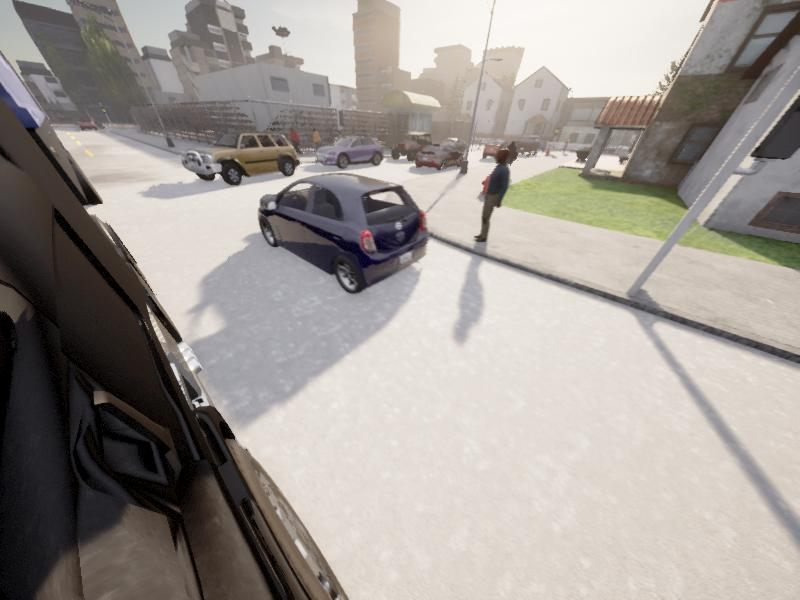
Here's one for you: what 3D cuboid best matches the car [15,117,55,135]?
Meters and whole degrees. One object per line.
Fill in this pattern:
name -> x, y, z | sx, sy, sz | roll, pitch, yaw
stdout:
car -> -40.830, -19.552, 25.903 | 4.193, 1.474, 1.816 | 28, 43, 30

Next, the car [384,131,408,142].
car -> -0.631, -28.577, 40.362 | 1.816, 1.474, 4.193 | 28, 44, 30

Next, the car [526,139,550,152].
car -> 22.181, -25.057, 37.284 | 1.816, 1.474, 4.193 | 8, 37, 7

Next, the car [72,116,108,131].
car -> -46.755, -26.702, 34.957 | 1.851, 1.617, 3.988 | -19, 42, -26

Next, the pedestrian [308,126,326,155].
pedestrian -> -6.501, -12.506, 18.147 | 0.751, 1.860, 0.751 | 29, 44, 31

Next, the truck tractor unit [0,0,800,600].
truck tractor unit -> -2.645, -0.295, 0.351 | 6.516, 4.208, 3.053 | 28, 44, 30

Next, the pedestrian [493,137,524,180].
pedestrian -> 5.689, -7.443, 12.185 | 0.751, 1.860, 0.751 | 28, 44, 30

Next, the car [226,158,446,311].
car -> -1.283, -1.593, 4.420 | 3.633, 1.501, 1.845 | 28, 44, 30

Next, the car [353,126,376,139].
car -> -6.648, -31.555, 43.662 | 1.905, 1.878, 3.866 | 28, 44, 30

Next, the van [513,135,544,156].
van -> 15.850, -19.040, 28.423 | 1.775, 1.987, 4.442 | 28, 44, 30

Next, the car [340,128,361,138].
car -> -9.975, -33.919, 46.889 | 1.845, 1.501, 3.633 | 28, 44, 30

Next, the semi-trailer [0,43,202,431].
semi-trailer -> -8.697, -3.608, 4.225 | 14.254, 4.402, 2.717 | 28, 44, 30

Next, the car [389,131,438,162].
car -> 1.137, -12.687, 19.079 | 1.905, 1.878, 3.866 | 28, 44, 30

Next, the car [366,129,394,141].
car -> -3.529, -29.604, 41.434 | 2.242, 1.667, 4.611 | 28, 44, 30

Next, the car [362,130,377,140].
car -> -5.556, -30.124, 42.171 | 1.481, 1.379, 2.207 | 28, 44, 30

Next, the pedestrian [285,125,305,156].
pedestrian -> -7.742, -11.750, 17.058 | 0.751, 1.860, 0.751 | 30, 45, 31

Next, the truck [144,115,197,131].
truck -> -42.530, -32.824, 42.983 | 2.390, 2.098, 6.274 | 28, 43, 30

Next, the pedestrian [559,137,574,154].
pedestrian -> 21.805, -20.299, 30.351 | 0.751, 1.860, 0.751 | 10, 37, 9

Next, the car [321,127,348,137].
car -> -13.824, -35.602, 48.992 | 2.033, 1.415, 5.357 | 28, 44, 30

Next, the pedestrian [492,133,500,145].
pedestrian -> 18.744, -31.418, 45.018 | 0.751, 1.860, 0.751 | 22, 41, 24

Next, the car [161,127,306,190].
car -> -6.767, -6.429, 10.232 | 1.932, 1.855, 4.605 | 17, 39, 19

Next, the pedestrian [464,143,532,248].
pedestrian -> 1.950, -2.159, 4.895 | 0.751, 1.860, 0.751 | 8, 37, 7

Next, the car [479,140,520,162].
car -> 9.794, -14.719, 22.650 | 2.007, 1.525, 4.514 | 28, 44, 30

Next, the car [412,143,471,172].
car -> 2.901, -9.925, 15.942 | 1.994, 1.385, 4.181 | 28, 44, 29

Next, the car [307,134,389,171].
car -> -3.102, -9.675, 15.009 | 2.033, 1.649, 4.856 | 28, 44, 30

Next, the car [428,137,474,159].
car -> 5.152, -15.286, 23.119 | 2.128, 1.511, 4.902 | 28, 44, 30
